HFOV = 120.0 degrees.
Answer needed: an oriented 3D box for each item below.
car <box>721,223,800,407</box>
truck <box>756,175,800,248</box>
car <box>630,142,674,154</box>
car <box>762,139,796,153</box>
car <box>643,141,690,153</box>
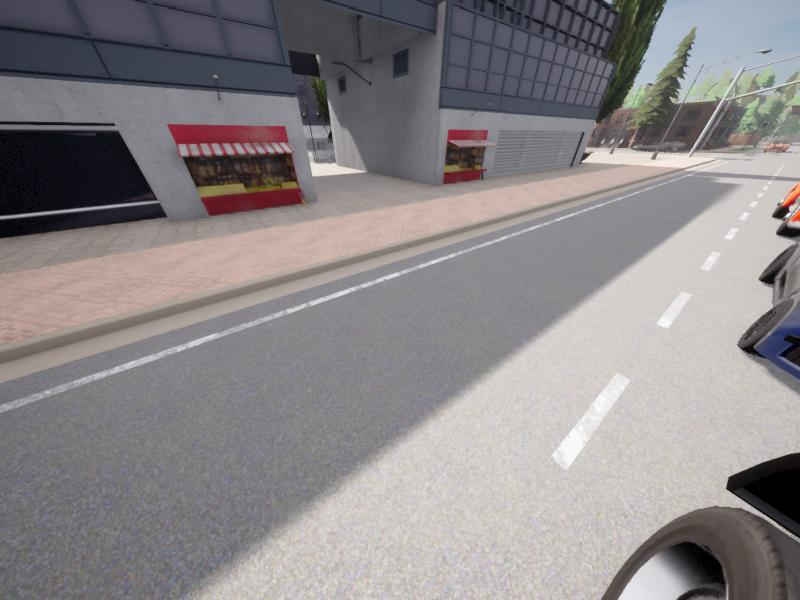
[{"bbox_3d":[6.275,-0.083,2.550,4.611,1.667,2.242,-22,41,-28],"label":"car"},{"bbox_3d":[12.246,-2.834,5.710,5.204,2.467,2.627,-22,41,-28],"label":"truck"},{"bbox_3d":[41.844,-25.435,38.472,2.007,1.525,4.514,-22,41,-28],"label":"car"},{"bbox_3d":[60.627,-24.655,36.946,4.553,1.767,2.097,-22,41,-28],"label":"car"},{"bbox_3d":[45.337,-26.105,39.379,2.163,1.488,4.792,-22,41,-28],"label":"car"}]
